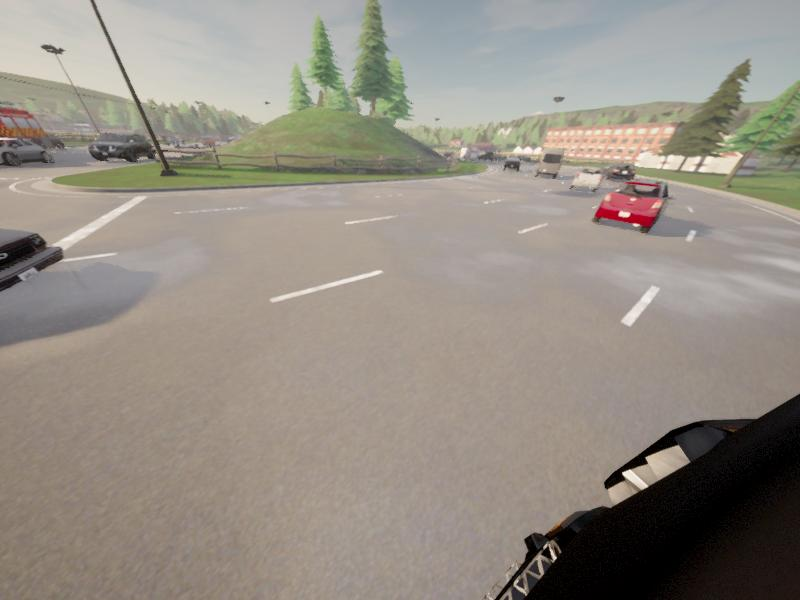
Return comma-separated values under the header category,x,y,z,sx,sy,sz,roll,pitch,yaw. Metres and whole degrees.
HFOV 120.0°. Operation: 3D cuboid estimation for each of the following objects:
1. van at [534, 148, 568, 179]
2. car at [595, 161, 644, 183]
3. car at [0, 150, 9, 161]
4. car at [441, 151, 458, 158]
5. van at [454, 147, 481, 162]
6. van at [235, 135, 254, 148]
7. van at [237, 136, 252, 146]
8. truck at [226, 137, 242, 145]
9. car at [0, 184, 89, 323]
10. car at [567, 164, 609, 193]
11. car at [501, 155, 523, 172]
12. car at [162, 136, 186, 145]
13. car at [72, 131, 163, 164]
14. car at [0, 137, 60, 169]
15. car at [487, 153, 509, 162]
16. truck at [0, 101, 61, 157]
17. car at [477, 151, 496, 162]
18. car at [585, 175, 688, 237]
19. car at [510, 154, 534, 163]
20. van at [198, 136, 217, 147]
category,x,y,z,sx,sy,sz,roll,pitch,yaw
van,16.375,-15.116,25.452,1.988,2.561,5.915,18,36,18
car,23.410,-13.850,24.884,2.242,1.667,4.611,15,36,17
car,-28.829,-9.668,14.756,1.845,1.501,3.633,-8,35,-17
car,13.651,-40.492,64.126,2.033,1.411,5.357,-8,35,-16
van,14.853,-32.467,51.328,2.351,2.431,6.366,-7,35,-15
van,-38.984,-39.875,58.235,2.351,2.431,6.366,-8,35,-17
van,-48.141,-49.394,71.735,2.351,2.431,6.366,-8,35,-17
truck,-52.270,-50.141,72.831,2.390,2.098,6.274,-8,35,-17
car,-8.090,-0.245,2.410,5.357,1.411,2.033,-11,36,-19
car,14.096,-9.147,17.276,1.845,1.501,3.633,25,40,29
car,15.104,-18.573,31.320,1.930,1.638,5.238,13,35,13
car,-51.684,-36.525,53.020,2.038,1.542,4.974,-8,35,-17
car,-23.391,-12.953,19.609,2.150,2.045,5.566,-8,36,-17
car,-25.072,-9.384,14.668,1.970,1.475,3.806,-9,36,-17
car,23.974,-34.992,56.681,2.128,1.511,4.902,-8,35,-16
truck,-34.332,-13.950,18.656,2.891,3.827,8.468,-8,36,-16
car,18.789,-31.303,50.375,1.905,1.878,3.866,-6,35,-14
car,9.064,-3.750,8.835,3.633,1.501,1.845,-24,42,-34
car,28.562,-33.193,54.295,1.837,1.490,4.892,-8,35,-16
van,-44.507,-36.776,53.583,1.775,1.987,4.442,-8,36,-17
